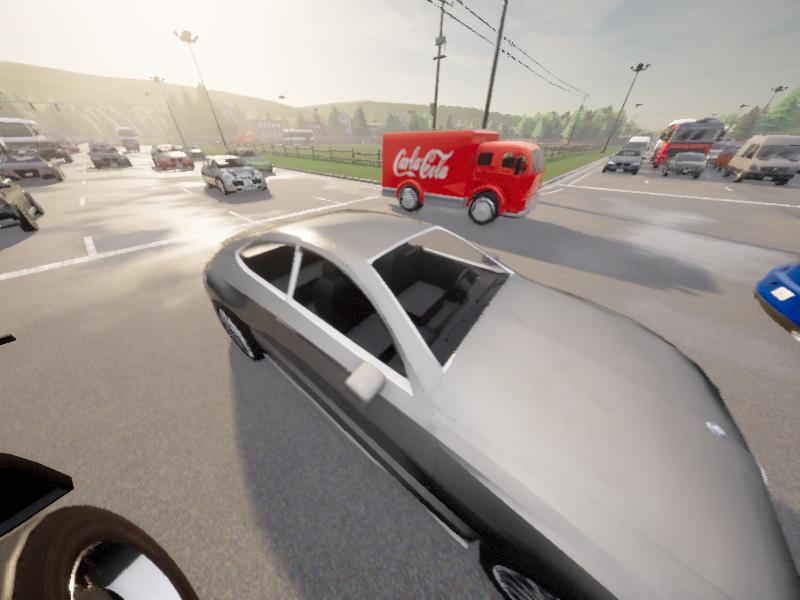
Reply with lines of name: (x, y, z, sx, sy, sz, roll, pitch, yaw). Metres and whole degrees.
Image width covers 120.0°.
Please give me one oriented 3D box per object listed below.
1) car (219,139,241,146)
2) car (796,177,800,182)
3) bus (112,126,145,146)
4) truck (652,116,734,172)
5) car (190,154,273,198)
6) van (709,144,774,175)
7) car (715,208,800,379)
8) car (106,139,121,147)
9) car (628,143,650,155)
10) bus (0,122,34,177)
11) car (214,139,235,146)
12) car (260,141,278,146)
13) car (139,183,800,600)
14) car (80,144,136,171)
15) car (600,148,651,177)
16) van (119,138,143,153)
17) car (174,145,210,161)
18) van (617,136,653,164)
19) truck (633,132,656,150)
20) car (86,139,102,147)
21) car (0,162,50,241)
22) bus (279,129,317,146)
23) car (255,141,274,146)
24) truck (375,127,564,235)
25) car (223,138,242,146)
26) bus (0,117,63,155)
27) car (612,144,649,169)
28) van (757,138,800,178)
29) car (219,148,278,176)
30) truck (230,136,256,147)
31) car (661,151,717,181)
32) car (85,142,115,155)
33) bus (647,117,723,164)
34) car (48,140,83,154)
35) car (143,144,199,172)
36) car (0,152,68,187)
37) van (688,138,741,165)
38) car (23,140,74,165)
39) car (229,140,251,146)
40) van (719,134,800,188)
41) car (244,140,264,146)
car: (-53.040, -49.242, 72.200, 2.152, 1.651, 5.027, 27, 43, 33)
car: (26.387, -7.363, 13.291, 2.152, 1.651, 5.027, 27, 43, 33)
bus: (-75.826, -45.567, 64.443, 10.273, 4.253, 3.944, 27, 43, 33)
truck: (27.378, -14.966, 22.225, 2.891, 3.827, 8.468, 27, 43, 33)
car: (-8.427, -6.301, 11.546, 3.806, 1.475, 1.970, 27, 43, 33)
van: (28.629, -11.986, 19.590, 1.775, 1.987, 4.442, 27, 43, 33)
car: (7.069, 0.589, 1.827, 5.008, 1.535, 1.882, 21, 40, 27)
car: (-77.074, -42.322, 62.120, 5.366, 1.575, 1.801, 28, 43, 33)
car: (44.155, -27.913, 42.735, 2.242, 1.667, 4.611, 27, 43, 33)
bus: (-31.154, -11.274, 15.989, 10.273, 4.253, 3.944, 28, 43, 33)
car: (-55.958, -50.410, 73.795, 2.242, 1.667, 4.611, 27, 43, 33)
car: (-40.197, -48.269, 71.166, 1.994, 1.385, 4.181, 28, 43, 33)
car: (-0.058, 0.101, 2.375, 5.027, 1.651, 2.152, 23, 41, 29)
car: (-24.891, -12.256, 19.701, 4.611, 1.667, 2.242, 28, 43, 33)
car: (18.398, -11.335, 18.831, 2.242, 1.667, 4.611, 27, 43, 33)
van: (-44.518, -25.552, 38.186, 4.442, 1.987, 1.775, 30, 44, 35)
car: (-24.646, -17.427, 27.340, 4.181, 1.385, 1.994, 28, 43, 33)
van: (28.408, -18.135, 27.877, 1.988, 2.561, 5.915, 27, 43, 33)
truck: (66.025, -42.873, 62.413, 2.891, 3.827, 8.468, 27, 43, 33)
car: (-79.720, -41.017, 60.194, 4.856, 1.649, 2.033, 27, 43, 33)
car: (-11.958, -2.789, 6.434, 3.705, 1.549, 1.789, 27, 43, 32)
bus: (-33.506, -53.610, 76.340, 3.944, 4.253, 10.273, 27, 43, 33)
car: (-42.757, -49.626, 73.137, 1.895, 1.301, 4.718, 27, 43, 33)
truck: (2.017, -4.360, 8.031, 5.204, 2.467, 2.627, 24, 41, 30)
car: (-50.717, -47.809, 69.947, 1.905, 1.878, 3.866, 27, 43, 33)
bus: (-56.655, -24.790, 35.001, 3.944, 4.253, 10.273, -30, 45, -35)
car: (23.316, -14.586, 23.337, 1.932, 1.855, 4.605, 27, 43, 33)
van: (31.838, -11.202, 18.120, 2.351, 2.431, 6.366, 27, 43, 33)
car: (-11.621, -10.655, 17.679, 4.514, 1.525, 2.007, 28, 43, 33)
truck: (-45.056, -45.625, 66.382, 2.627, 2.467, 5.204, 27, 43, 33)
car: (21.389, -10.157, 17.336, 1.837, 1.490, 4.892, 27, 43, 33)
car: (-44.218, -22.377, 34.102, 4.792, 1.488, 2.163, 28, 44, 34)
bus: (35.225, -20.080, 29.229, 3.944, 4.253, 10.273, 27, 43, 33)
car: (-50.811, -23.292, 35.174, 4.611, 1.667, 2.242, 29, 44, 34)
car: (-19.373, -12.069, 19.491, 4.611, 1.667, 2.242, 28, 43, 33)
car: (-21.859, -7.828, 13.680, 4.181, 1.385, 1.994, 28, 43, 33)
van: (38.131, -18.284, 28.284, 2.351, 2.431, 6.366, 27, 43, 33)
car: (-34.269, -14.560, 22.699, 3.866, 1.878, 1.905, 28, 43, 33)
car: (-47.515, -46.680, 68.699, 2.128, 1.511, 4.902, 27, 43, 33)
van: (24.031, -9.253, 15.164, 1.988, 2.561, 5.915, 27, 43, 33)
car: (-46.624, -50.274, 73.812, 1.882, 1.535, 5.008, 27, 43, 33)
